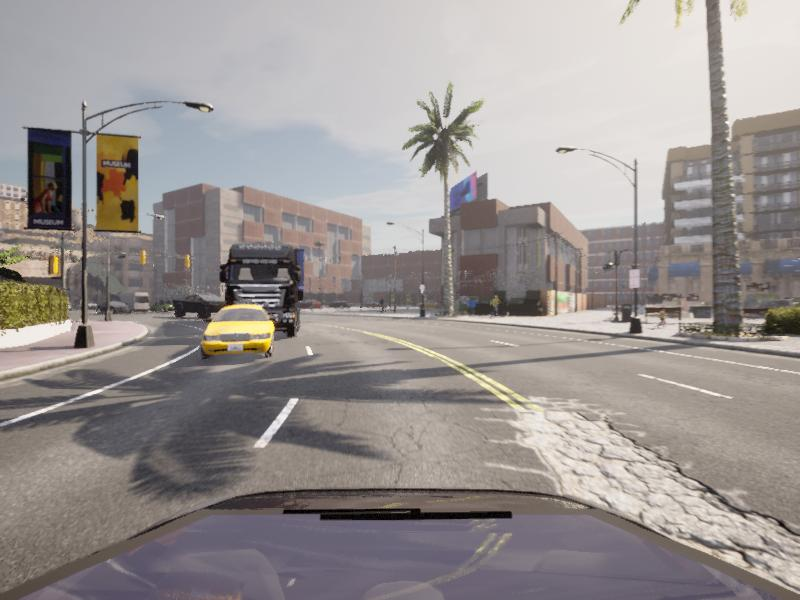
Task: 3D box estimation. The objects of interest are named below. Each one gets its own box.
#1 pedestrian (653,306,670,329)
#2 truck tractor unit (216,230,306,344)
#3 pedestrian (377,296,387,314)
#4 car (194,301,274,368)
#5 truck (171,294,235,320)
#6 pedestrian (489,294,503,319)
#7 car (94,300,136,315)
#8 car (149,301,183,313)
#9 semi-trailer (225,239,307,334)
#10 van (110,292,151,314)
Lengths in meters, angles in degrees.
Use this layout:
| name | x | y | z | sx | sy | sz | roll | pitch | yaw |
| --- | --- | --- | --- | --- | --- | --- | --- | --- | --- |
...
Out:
| name | x | y | z | sx | sy | sz | roll | pitch | yaw |
| --- | --- | --- | --- | --- | --- | --- | --- | --- | --- |
| pedestrian | 12.741 | 0.856 | 19.519 | 0.500 | 1.100 | 0.500 | 0 | 0 | -22 |
| truck tractor unit | -5.968 | -0.504 | 18.266 | 3.053 | 4.208 | 6.516 | 0 | 0 | -12 |
| pedestrian | -1.848 | 0.501 | 41.796 | 0.751 | 1.860 | 0.751 | 0 | 0 | 45 |
| car | -4.846 | 0.822 | 12.333 | 1.801 | 1.575 | 5.366 | 0 | 0 | -18 |
| truck | -17.576 | 0.576 | 35.580 | 6.274 | 2.098 | 2.390 | 0 | 0 | 34 |
| pedestrian | 7.404 | 0.487 | 30.829 | 0.751 | 1.860 | 0.751 | 0 | 0 | -25 |
| car | -31.961 | 0.825 | 44.821 | 5.238 | 1.638 | 1.930 | 0 | 0 | 32 |
| car | -30.601 | 0.883 | 52.216 | 4.514 | 1.525 | 2.007 | 0 | 0 | 32 |
| semi-trailer | -9.101 | -0.613 | 25.485 | 2.717 | 4.402 | 14.254 | 1 | 0 | -27 |
| van | -33.726 | 0.380 | 50.057 | 5.915 | 2.561 | 1.988 | 0 | 0 | 32 |
